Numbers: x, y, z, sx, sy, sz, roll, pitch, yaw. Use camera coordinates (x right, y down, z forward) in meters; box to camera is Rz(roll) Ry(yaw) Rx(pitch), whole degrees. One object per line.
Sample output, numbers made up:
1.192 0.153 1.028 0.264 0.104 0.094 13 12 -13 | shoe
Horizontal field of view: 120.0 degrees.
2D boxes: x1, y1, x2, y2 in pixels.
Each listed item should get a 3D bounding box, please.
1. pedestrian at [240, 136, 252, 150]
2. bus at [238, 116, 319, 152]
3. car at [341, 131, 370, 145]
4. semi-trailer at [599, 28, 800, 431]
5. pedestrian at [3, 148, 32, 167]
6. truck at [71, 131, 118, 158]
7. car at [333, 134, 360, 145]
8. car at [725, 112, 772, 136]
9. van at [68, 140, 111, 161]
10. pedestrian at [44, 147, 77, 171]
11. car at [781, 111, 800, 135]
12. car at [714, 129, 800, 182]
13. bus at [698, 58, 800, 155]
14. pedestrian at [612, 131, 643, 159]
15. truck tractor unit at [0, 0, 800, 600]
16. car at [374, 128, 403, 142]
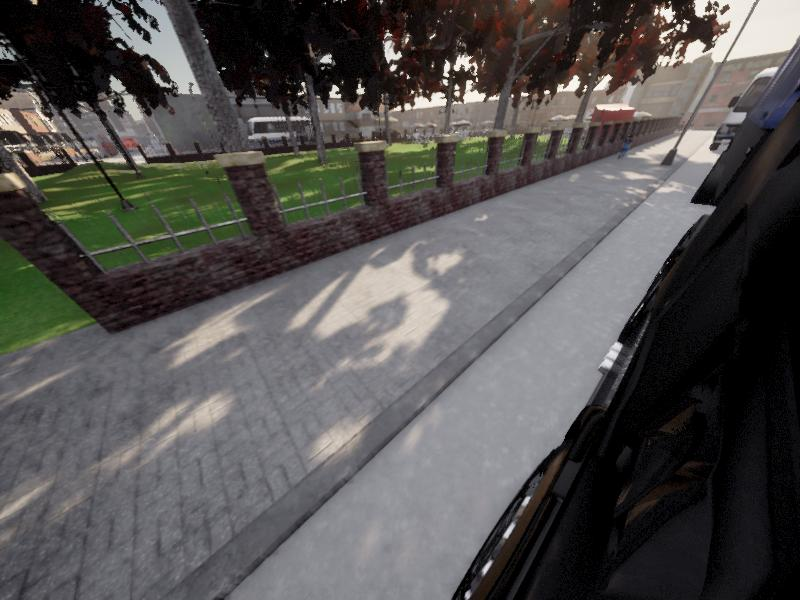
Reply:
-26.148 -26.692 39.294 0.751 1.860 0.751 11 39 18 | pedestrian
-19.417 -27.267 37.831 10.273 4.253 3.944 -28 44 -30 | bus
-8.076 -29.552 42.102 4.605 1.855 1.932 -30 45 -31 | car
8.627 -3.660 4.287 14.254 4.402 2.717 -29 44 -30 | semi-trailer
-47.071 -17.523 28.441 0.751 1.860 0.751 -19 40 -20 | pedestrian
-56.395 -29.005 42.984 2.891 3.827 8.468 -28 44 -30 | truck
-10.281 -31.336 44.990 4.674 1.442 1.812 -29 44 -30 | car
36.815 -18.672 24.550 3.866 1.878 1.905 -30 45 -32 | car
-49.115 -23.841 36.769 2.351 2.431 6.366 -28 43 -29 | van
-32.472 -13.543 22.162 0.751 1.860 0.751 -21 41 -23 | pedestrian
41.132 -17.931 23.271 3.866 1.878 1.905 -32 45 -32 | car
15.918 -6.513 10.137 5.357 1.411 2.033 -30 45 -31 | car
25.414 -13.029 15.807 10.273 4.253 3.944 -29 44 -30 | bus
13.515 -9.218 13.767 0.751 1.300 0.751 -30 44 -31 | pedestrian
2.645 -0.295 0.352 6.516 4.208 3.053 -28 44 -30 | truck tractor unit
-2.275 -32.722 45.800 5.566 2.045 2.150 -31 45 -32 | car
